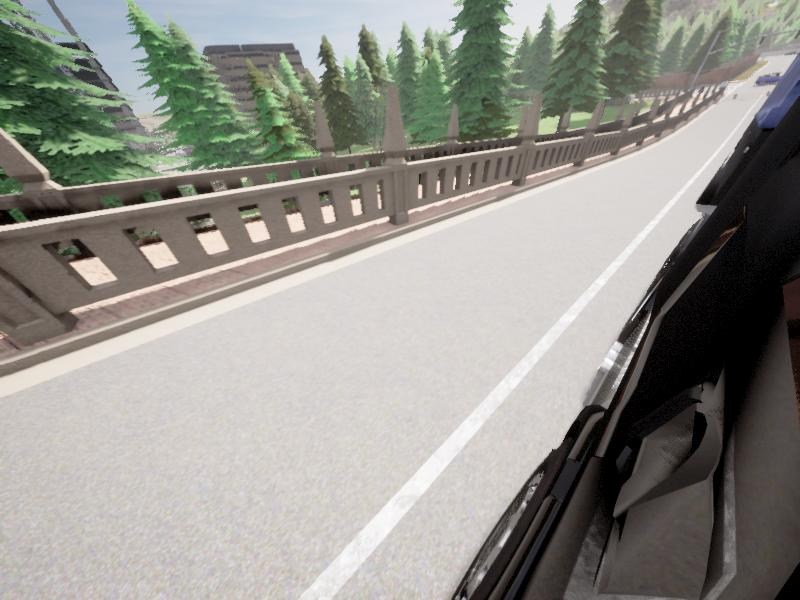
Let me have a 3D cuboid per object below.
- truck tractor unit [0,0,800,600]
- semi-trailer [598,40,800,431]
[{"bbox_3d":[2.645,-0.295,0.351,6.516,4.208,3.053,-28,44,-30],"label":"truck tractor unit"},{"bbox_3d":[8.692,-3.611,4.230,14.254,4.402,2.717,-28,44,-30],"label":"semi-trailer"}]
